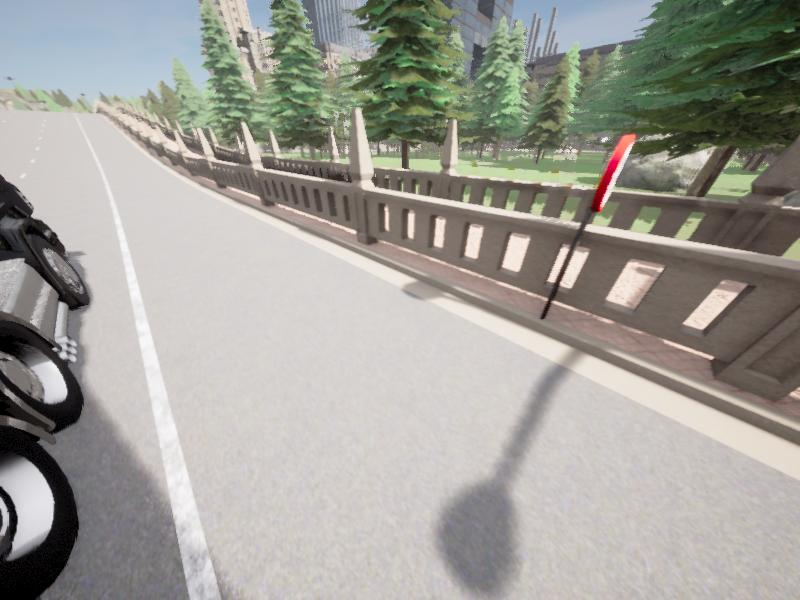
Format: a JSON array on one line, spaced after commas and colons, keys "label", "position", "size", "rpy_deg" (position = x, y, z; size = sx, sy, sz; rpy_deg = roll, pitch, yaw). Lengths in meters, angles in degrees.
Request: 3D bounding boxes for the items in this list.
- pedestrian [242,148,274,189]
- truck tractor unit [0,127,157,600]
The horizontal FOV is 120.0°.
[{"label": "pedestrian", "position": [-7.744, -7.203, 12.642], "size": [0.751, 1.860, 0.751], "rpy_deg": [28, 43, 34]}, {"label": "truck tractor unit", "position": [-4.861, -0.494, 1.069], "size": [6.516, 4.208, 3.053], "rpy_deg": [28, 43, 34]}]
